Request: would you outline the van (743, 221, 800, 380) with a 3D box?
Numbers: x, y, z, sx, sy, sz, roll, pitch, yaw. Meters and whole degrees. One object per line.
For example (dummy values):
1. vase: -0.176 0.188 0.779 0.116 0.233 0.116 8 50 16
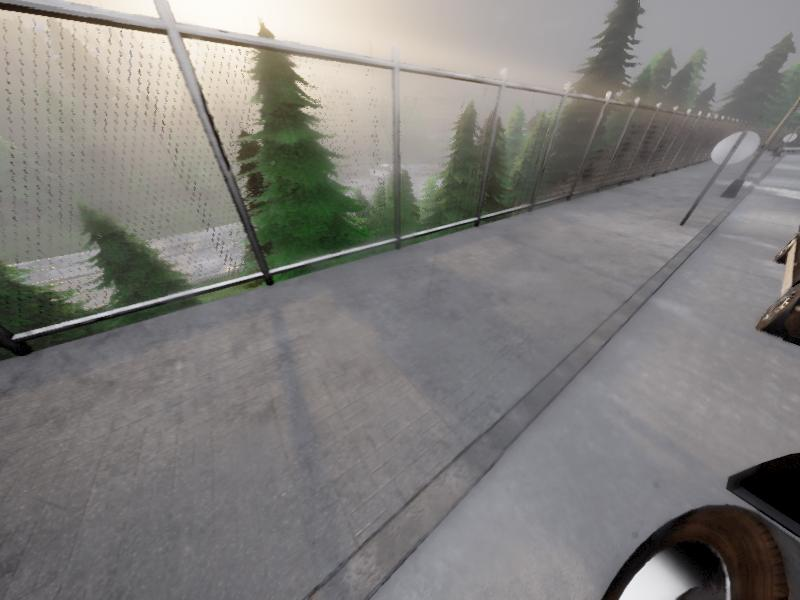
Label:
1. van: 7.248 -0.856 2.844 5.915 2.561 1.988 -22 41 -28
